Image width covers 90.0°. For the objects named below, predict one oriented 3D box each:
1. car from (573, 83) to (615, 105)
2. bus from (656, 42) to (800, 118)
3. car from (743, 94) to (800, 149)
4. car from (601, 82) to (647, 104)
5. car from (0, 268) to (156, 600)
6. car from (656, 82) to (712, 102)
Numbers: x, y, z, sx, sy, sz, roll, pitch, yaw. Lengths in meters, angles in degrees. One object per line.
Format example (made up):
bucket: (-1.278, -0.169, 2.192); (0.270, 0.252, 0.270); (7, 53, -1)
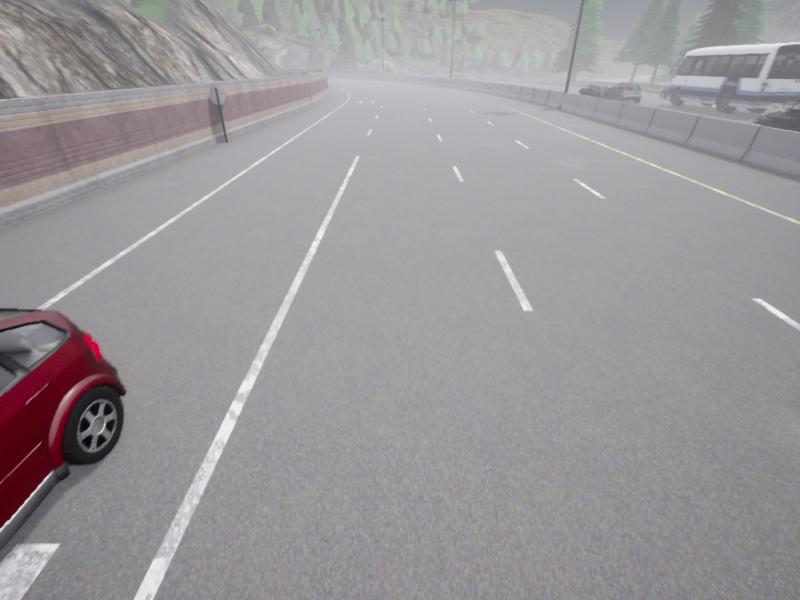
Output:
car: (17.589, -18.794, 36.462); (1.789, 1.549, 3.705); (-1, 30, -1)
bus: (24.587, -16.477, 29.847); (3.944, 4.253, 10.273); (0, 30, 0)
car: (17.648, -7.777, 17.354); (1.905, 1.878, 3.866); (0, 30, 0)
car: (21.045, -19.604, 37.789); (1.851, 1.617, 3.988); (-1, 30, -1)
car: (-3.432, 1.337, 2.159); (1.789, 1.549, 3.705); (0, 30, 0)
car: (27.940, -20.607, 39.576); (2.007, 1.525, 4.514); (-1, 30, -2)
